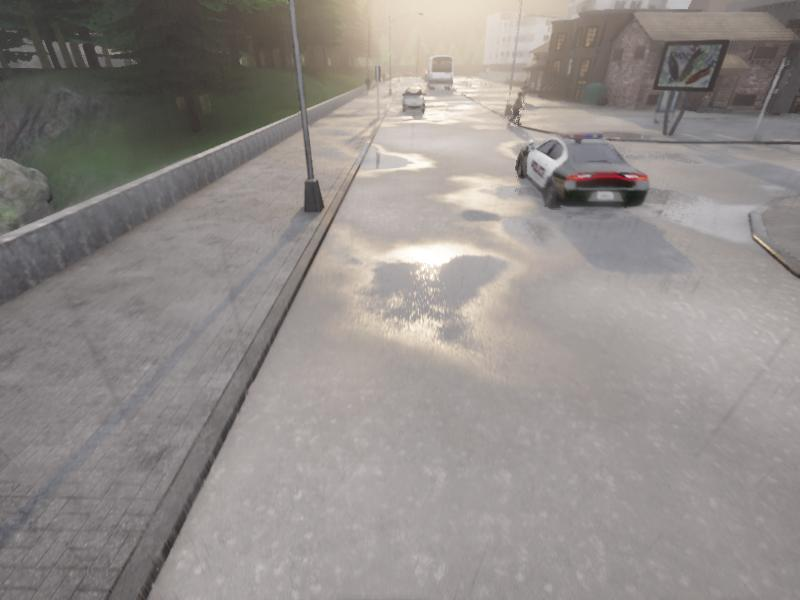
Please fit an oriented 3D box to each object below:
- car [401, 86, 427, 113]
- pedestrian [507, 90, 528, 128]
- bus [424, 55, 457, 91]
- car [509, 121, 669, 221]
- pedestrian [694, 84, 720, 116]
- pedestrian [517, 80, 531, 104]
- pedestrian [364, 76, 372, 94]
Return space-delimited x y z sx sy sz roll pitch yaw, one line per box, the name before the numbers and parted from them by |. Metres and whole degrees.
car | 1.063 -15.551 30.967 1.851 1.617 3.988 0 30 1
pedestrian | 6.484 -10.544 22.109 0.751 1.860 0.751 1 30 3
bus | 5.735 -33.623 59.210 3.944 4.253 10.273 1 30 1
car | 4.598 -3.718 10.829 2.038 1.542 4.974 1 30 1
pedestrian | 20.664 -13.507 26.966 0.751 1.860 0.751 25 38 36
pedestrian | 10.870 -18.325 35.196 0.751 1.860 0.751 -1 30 -2
pedestrian | -3.762 -25.401 47.291 0.751 1.860 0.751 1 30 2
